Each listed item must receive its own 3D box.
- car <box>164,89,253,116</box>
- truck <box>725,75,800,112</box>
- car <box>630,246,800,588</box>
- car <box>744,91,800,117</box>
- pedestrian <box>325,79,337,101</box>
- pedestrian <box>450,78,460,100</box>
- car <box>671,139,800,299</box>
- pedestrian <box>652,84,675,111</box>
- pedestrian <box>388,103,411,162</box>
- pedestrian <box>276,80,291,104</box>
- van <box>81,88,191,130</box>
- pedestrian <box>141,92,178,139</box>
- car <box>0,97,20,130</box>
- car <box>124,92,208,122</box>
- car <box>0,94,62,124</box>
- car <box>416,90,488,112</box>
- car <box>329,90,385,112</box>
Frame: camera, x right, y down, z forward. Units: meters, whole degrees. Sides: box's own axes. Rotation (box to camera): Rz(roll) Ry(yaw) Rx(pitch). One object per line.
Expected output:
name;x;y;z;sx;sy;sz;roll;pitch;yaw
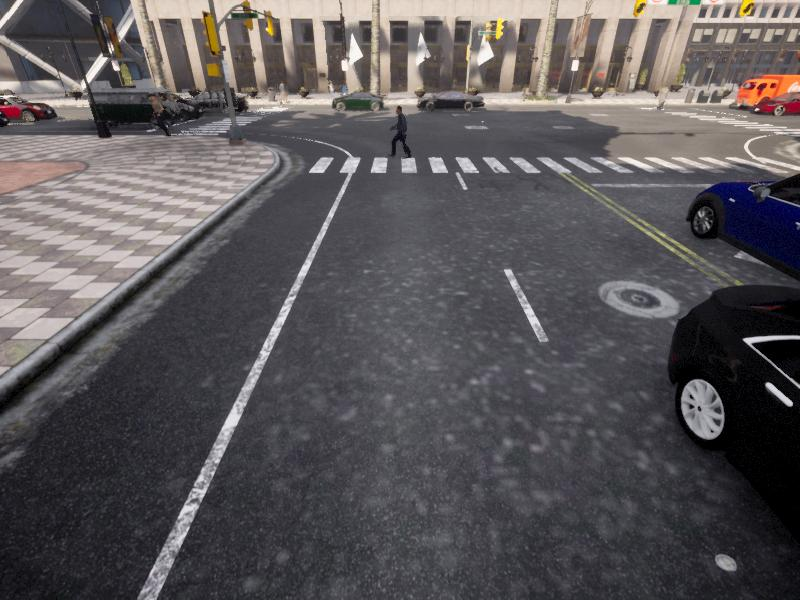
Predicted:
car;-13.610;-14.221;28.746;5.238;1.638;1.930;0;30;0
truck;29.468;-16.197;31.303;5.204;2.467;2.627;0;30;0
car;3.613;1.351;2.224;1.837;1.490;4.892;0;30;1
car;28.084;-14.007;28.540;4.792;1.488;2.163;0;30;0
pedestrian;-6.491;-19.851;37.822;0.751;1.860;0.751;-14;33;-22
pedestrian;5.375;-20.793;39.435;0.751;1.860;0.751;0;30;0
car;7.074;-1.330;6.517;2.097;1.767;4.553;0;30;0
pedestrian;20.497;-15.797;31.181;0.751;1.860;0.751;2;30;3
pedestrian;-0.015;-6.080;14.539;0.751;1.860;0.751;2;30;3
pedestrian;-10.313;-18.423;35.376;0.751;1.860;0.751;18;35;28
van;-14.639;-10.747;22.456;4.442;1.987;1.775;-1;30;-1
pedestrian;-10.969;-8.445;18.287;0.751;1.860;0.751;18;35;27
car;-23.960;-10.241;22.042;3.633;1.501;1.845;-6;31;-11
car;-14.847;-12.364;25.602;3.988;1.617;1.851;-1;30;-2
car;-24.114;-11.958;25.034;3.806;1.475;1.970;-5;31;-9
car;4.011;-15.824;31.737;5.357;1.411;2.033;0;30;0
car;-3.327;-15.842;31.794;4.181;1.385;1.994;0;30;0
